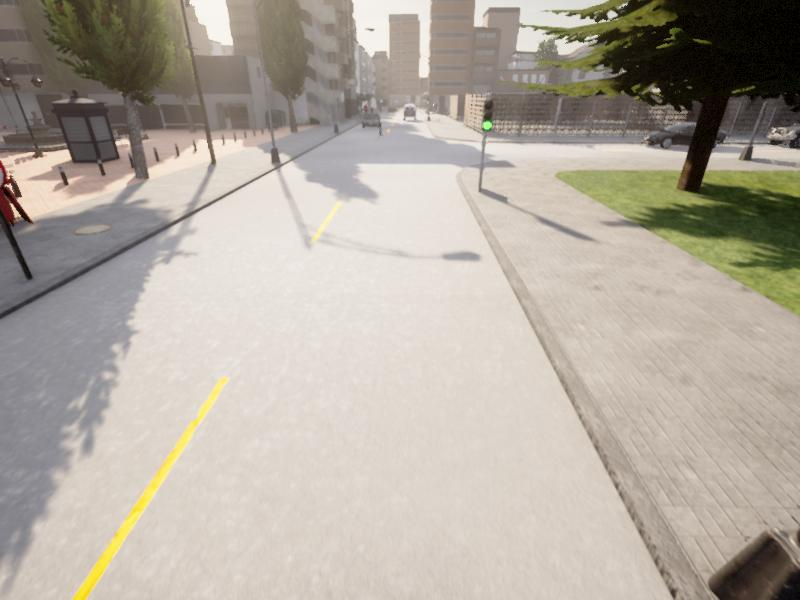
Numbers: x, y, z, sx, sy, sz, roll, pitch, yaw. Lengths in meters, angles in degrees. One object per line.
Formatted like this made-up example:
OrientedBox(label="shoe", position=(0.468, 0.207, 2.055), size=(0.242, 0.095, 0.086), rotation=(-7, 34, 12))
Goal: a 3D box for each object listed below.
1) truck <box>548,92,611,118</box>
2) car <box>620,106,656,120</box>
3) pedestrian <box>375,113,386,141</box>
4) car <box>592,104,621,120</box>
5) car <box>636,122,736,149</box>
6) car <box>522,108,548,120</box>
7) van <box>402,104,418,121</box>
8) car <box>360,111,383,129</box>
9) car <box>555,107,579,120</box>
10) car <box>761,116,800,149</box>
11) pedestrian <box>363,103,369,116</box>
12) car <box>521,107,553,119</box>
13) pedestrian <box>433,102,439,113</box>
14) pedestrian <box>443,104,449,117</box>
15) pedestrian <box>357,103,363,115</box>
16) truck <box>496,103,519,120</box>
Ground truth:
OrientedBox(label="truck", position=(29.446, -32.148, 65.969), size=(8.468, 3.827, 2.891), rotation=(1, 27, 1))
OrientedBox(label="car", position=(33.363, -26.301, 56.261), size=(2.242, 1.667, 4.611), rotation=(1, 27, 1))
OrientedBox(label="pedestrian", position=(-1.478, -12.996, 30.057), size=(0.751, 1.860, 0.751), rotation=(0, 27, 0))
OrientedBox(label="car", position=(29.080, -26.561, 56.537), size=(1.905, 1.878, 3.866), rotation=(1, 27, 1))
OrientedBox(label="car", position=(18.686, -10.866, 26.343), size=(4.892, 1.490, 1.837), rotation=(0, 27, 1))
OrientedBox(label="car", position=(19.300, -26.705, 57.327), size=(2.033, 1.415, 5.357), rotation=(1, 27, 1))
OrientedBox(label="van", position=(1.390, -26.515, 56.414), size=(2.069, 2.038, 4.480), rotation=(1, 27, 1))
OrientedBox(label="car", position=(-3.004, -19.353, 42.936), size=(2.007, 1.525, 4.514), rotation=(1, 27, 1))
OrientedBox(label="car", position=(23.989, -26.892, 57.559), size=(1.845, 1.501, 3.633), rotation=(1, 27, 1))
OrientedBox(label="car", position=(26.935, -10.908, 26.010), size=(4.605, 1.855, 1.932), rotation=(1, 27, 1))
OrientedBox(label="pedestrian", position=(-5.564, -31.044, 65.199), size=(0.751, 1.860, 0.751), rotation=(-6, 28, -11))
OrientedBox(label="car", position=(19.523, -26.694, 57.147), size=(3.705, 1.547, 1.789), rotation=(1, 27, 1))
OrientedBox(label="pedestrian", position=(6.828, -36.447, 75.771), size=(0.751, 1.860, 0.751), rotation=(-12, 30, -23))
OrientedBox(label="pedestrian", position=(7.115, -29.231, 61.651), size=(0.751, 1.860, 0.751), rotation=(4, 27, 9))
OrientedBox(label="pedestrian", position=(-6.771, -32.088, 67.243), size=(0.751, 1.860, 0.751), rotation=(2, 27, 4))
OrientedBox(label="truck", position=(15.346, -27.105, 57.423), size=(2.069, 2.038, 4.478), rotation=(1, 27, 1))
